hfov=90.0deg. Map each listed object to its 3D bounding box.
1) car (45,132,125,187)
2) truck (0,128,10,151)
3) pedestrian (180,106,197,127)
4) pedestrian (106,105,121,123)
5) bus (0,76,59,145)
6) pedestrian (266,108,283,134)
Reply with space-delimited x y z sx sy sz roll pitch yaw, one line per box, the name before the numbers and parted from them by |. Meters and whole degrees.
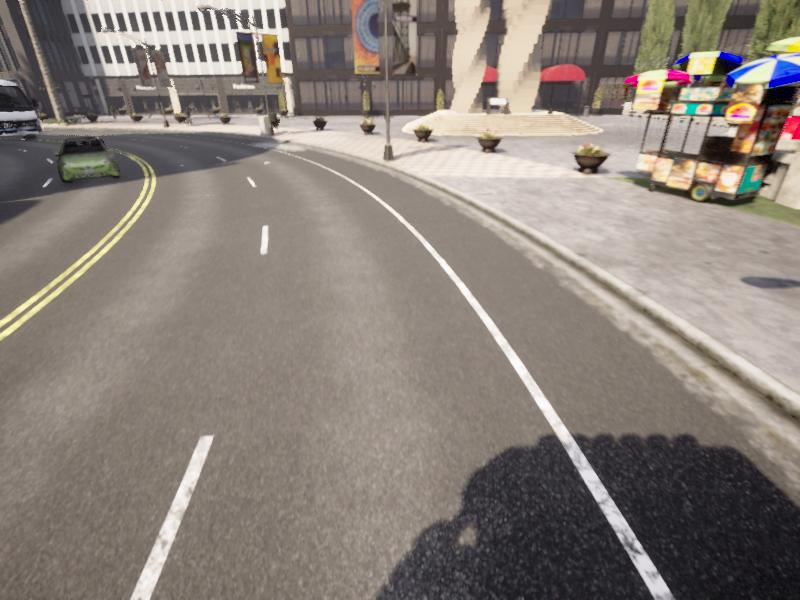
car | -12.959 -5.967 16.641 2.007 1.525 4.514 -17 32 -29
truck | -27.397 -10.489 24.645 5.204 2.467 2.627 13 30 26
pedestrian | -20.587 -17.850 38.936 0.751 1.860 0.751 19 33 33
pedestrian | -33.325 -21.676 46.561 0.751 1.860 0.751 22 35 37
bus | -32.024 -14.107 29.748 10.273 4.253 3.944 7 28 15
pedestrian | -9.862 -14.123 31.543 0.751 1.860 0.751 -23 35 -36
